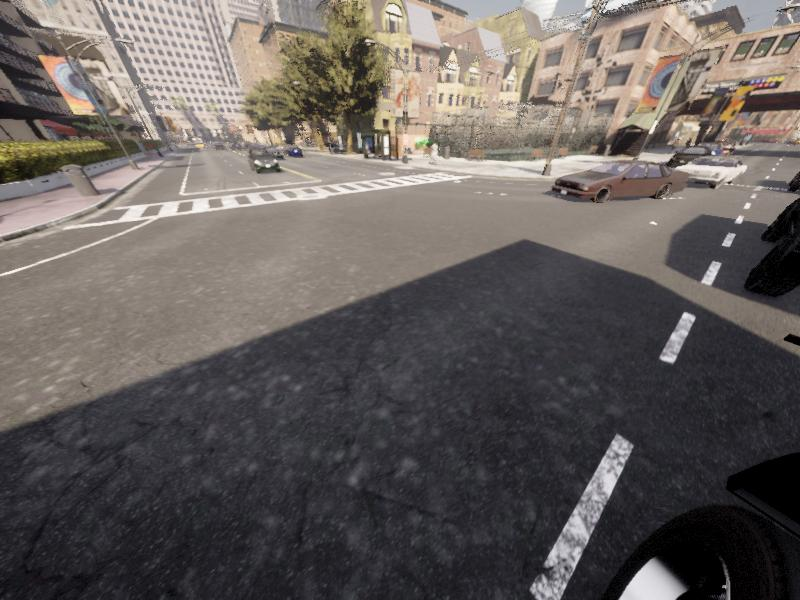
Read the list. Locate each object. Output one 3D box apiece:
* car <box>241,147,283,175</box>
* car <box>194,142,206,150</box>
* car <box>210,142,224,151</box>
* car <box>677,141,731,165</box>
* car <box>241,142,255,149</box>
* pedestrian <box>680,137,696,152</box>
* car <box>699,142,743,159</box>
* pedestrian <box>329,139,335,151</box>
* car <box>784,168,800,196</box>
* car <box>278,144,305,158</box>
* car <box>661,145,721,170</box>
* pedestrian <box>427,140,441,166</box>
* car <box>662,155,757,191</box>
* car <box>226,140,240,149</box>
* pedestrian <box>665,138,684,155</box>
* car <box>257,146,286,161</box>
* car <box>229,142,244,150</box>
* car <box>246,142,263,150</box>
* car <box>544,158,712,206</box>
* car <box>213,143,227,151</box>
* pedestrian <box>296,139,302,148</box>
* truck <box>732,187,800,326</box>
[{"bbox_3d":[-11.119,-11.229,18.571,1.851,1.617,3.988,-23,41,-28],"label":"car"},{"bbox_3d":[-51.511,-39.689,59.428,1.801,1.575,5.366,-23,41,-29],"label":"car"},{"bbox_3d":[-46.123,-38.784,58.269,2.152,1.651,5.027,-23,41,-29],"label":"car"},{"bbox_3d":[30.321,-14.744,23.021,4.553,1.767,2.185,-23,41,-28],"label":"car"},{"bbox_3d":[-40.342,-41.138,61.435,2.163,1.488,4.792,-23,41,-29],"label":"car"},{"bbox_3d":[45.471,-24.601,36.508,0.751,1.860,0.751,-20,40,-26],"label":"pedestrian"},{"bbox_3d":[39.123,-18.258,28.149,4.892,1.521,2.231,-23,41,-28],"label":"car"},{"bbox_3d":[-12.954,-29.451,43.943,0.751,1.860,0.751,-9,36,-12],"label":"pedestrian"},{"bbox_3d":[20.384,-5.955,10.757,5.238,1.638,1.930,-22,41,-28],"label":"car"},{"bbox_3d":[-15.933,-21.852,33.814,2.163,1.488,4.792,-23,41,-29],"label":"car"},{"bbox_3d":[25.165,-12.411,19.972,5.008,1.535,2.097,-23,41,-28],"label":"car"},{"bbox_3d":[2.984,-12.996,20.423,0.751,1.860,0.751,-14,37,-18],"label":"pedestrian"},{"bbox_3d":[16.964,-7.079,12.684,4.718,1.301,1.895,-19,39,-24],"label":"car"},{"bbox_3d":[-42.983,-39.960,59.431,1.905,1.878,3.866,-23,41,-28],"label":"car"},{"bbox_3d":[36.170,-20.268,30.442,0.751,1.860,0.751,-22,40,-28],"label":"pedestrian"},{"bbox_3d":[-16.572,-18.889,29.688,2.033,1.411,5.357,-23,41,-29],"label":"car"},{"bbox_3d":[-39.265,-36.908,55.290,2.033,1.649,4.856,-23,41,-28],"label":"car"},{"bbox_3d":[-35.356,-37.284,55.977,2.033,1.411,5.357,-26,42,-31],"label":"car"},{"bbox_3d":[9.563,-5.193,9.991,5.357,1.411,2.033,-7,36,-9],"label":"car"},{"bbox_3d":[-40.476,-34.342,51.862,1.994,1.385,4.181,-23,41,-29],"label":"car"},{"bbox_3d":[-26.678,-41.216,60.782,0.751,1.860,0.751,14,38,20],"label":"pedestrian"},{"bbox_3d":[8.641,-1.285,3.836,6.274,2.098,2.390,-22,41,-28],"label":"truck"}]
